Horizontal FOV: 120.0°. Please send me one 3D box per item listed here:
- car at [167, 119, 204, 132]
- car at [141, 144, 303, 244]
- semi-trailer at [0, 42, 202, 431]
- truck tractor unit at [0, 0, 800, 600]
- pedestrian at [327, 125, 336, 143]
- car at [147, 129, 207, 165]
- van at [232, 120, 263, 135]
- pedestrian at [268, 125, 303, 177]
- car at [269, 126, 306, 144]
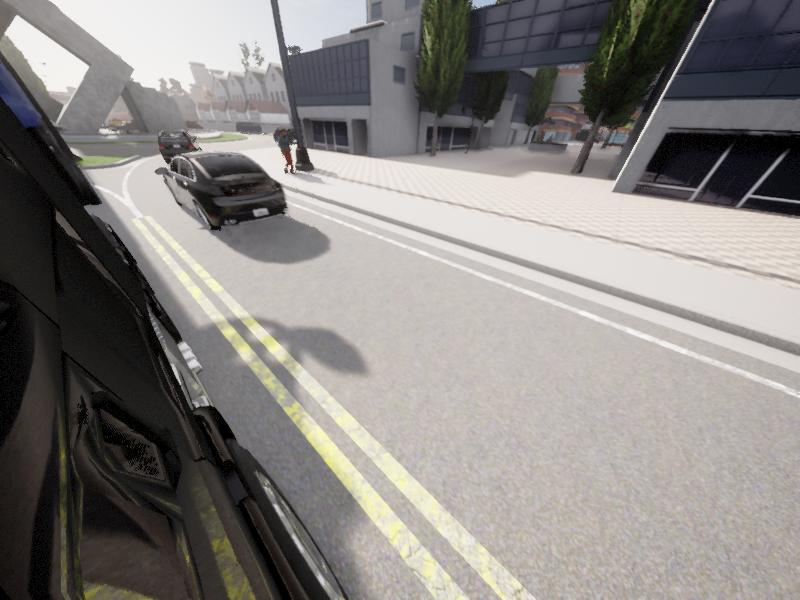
[{"bbox_3d":[-41.339,-33.800,44.704,4.553,1.767,2.097,-4,37,-9],"label":"car"},{"bbox_3d":[-4.994,-3.223,6.381,4.892,1.490,1.837,29,45,31],"label":"car"},{"bbox_3d":[-8.721,-3.586,4.210,14.254,4.402,2.717,28,44,30],"label":"semi-trailer"},{"bbox_3d":[-2.645,-0.295,0.351,6.516,4.208,3.053,28,44,30],"label":"truck tractor unit"},{"bbox_3d":[-8.756,-21.366,29.724,0.751,1.860,0.751,-1,37,-5],"label":"pedestrian"},{"bbox_3d":[-13.397,-9.465,14.145,1.789,1.549,3.705,-19,42,-25],"label":"car"},{"bbox_3d":[-28.764,-32.666,43.772,4.442,1.987,1.775,-12,40,-19],"label":"van"},{"bbox_3d":[-5.110,-6.705,10.416,0.751,1.860,0.751,26,43,28],"label":"pedestrian"},{"bbox_3d":[-14.262,-21.232,29.706,2.152,1.651,5.027,4,37,2],"label":"car"}]
